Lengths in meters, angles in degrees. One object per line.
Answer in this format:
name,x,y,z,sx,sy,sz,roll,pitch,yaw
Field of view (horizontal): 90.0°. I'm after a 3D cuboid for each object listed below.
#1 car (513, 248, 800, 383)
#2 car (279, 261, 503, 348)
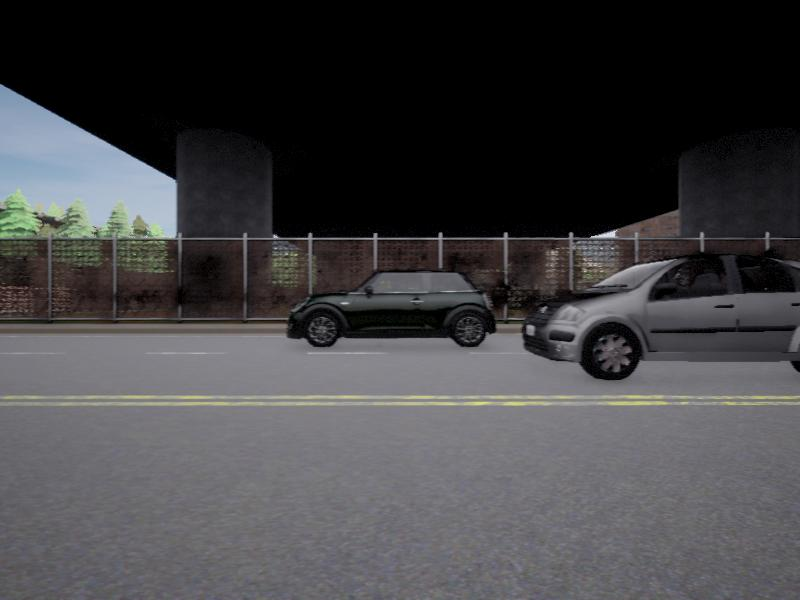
car,3.862,0.187,5.702,3.988,1.617,1.851,0,0,0
car,-0.189,0.095,9.196,4.553,1.767,2.097,0,0,0
